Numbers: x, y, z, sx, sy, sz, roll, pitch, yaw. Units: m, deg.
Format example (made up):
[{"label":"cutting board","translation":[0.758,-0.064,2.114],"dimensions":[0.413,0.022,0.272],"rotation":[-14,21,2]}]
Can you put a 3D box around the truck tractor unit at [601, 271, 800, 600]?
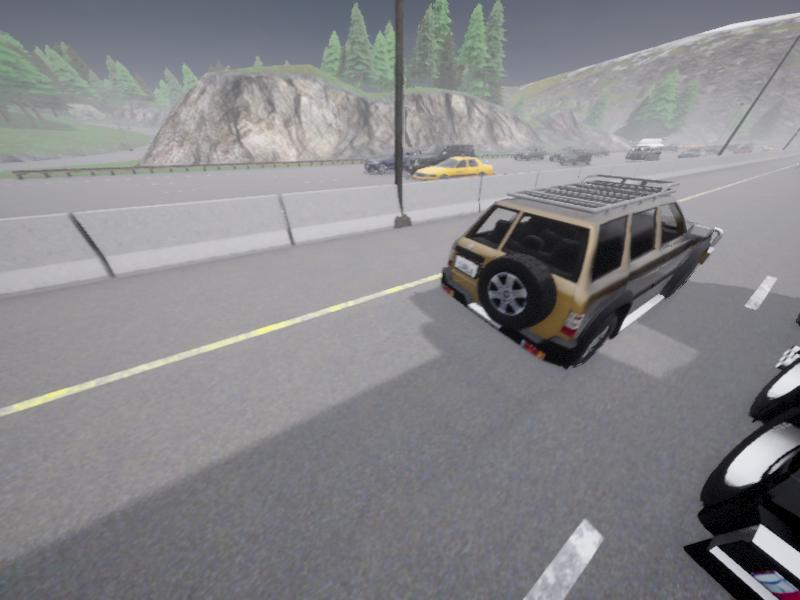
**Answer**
[{"label":"truck tractor unit","translation":[5.121,-0.291,0.761],"dimensions":[6.516,4.208,3.053],"rotation":[-18,39,-23]}]

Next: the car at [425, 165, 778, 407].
[{"label":"car","translation":[2.880,-0.794,3.522],"dimensions":[4.605,1.855,1.932],"rotation":[-19,39,-25]}]

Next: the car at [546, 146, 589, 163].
[{"label":"car","translation":[21.284,-18.570,29.387],"dimensions":[4.611,1.667,2.242],"rotation":[-19,39,-25]}]

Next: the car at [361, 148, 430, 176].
[{"label":"car","translation":[-0.340,-11.255,18.739],"dimensions":[5.027,1.651,2.152],"rotation":[-19,39,-25]}]

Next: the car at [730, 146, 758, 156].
[{"label":"car","translation":[68.626,-29.786,46.098],"dimensions":[4.514,1.525,2.007],"rotation":[-19,39,-25]}]

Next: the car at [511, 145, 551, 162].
[{"label":"car","translation":[17.459,-19.607,30.844],"dimensions":[4.611,1.667,2.242],"rotation":[-19,39,-25]}]

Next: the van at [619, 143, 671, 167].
[{"label":"van","translation":[26.756,-15.906,25.286],"dimensions":[4.480,2.038,2.069],"rotation":[-19,39,-25]}]

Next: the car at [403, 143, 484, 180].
[{"label":"car","translation":[3.140,-10.275,16.988],"dimensions":[5.566,2.045,2.150],"rotation":[-19,39,-25]}]

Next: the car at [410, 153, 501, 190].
[{"label":"car","translation":[3.338,-7.820,13.873],"dimensions":[5.366,1.575,1.801],"rotation":[-19,39,-25]}]

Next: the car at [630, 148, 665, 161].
[{"label":"car","translation":[35.545,-20.924,33.158],"dimensions":[4.181,1.385,1.994],"rotation":[-19,39,-25]}]

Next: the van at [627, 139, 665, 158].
[{"label":"van","translation":[41.712,-25.816,39.213],"dimensions":[5.915,2.561,1.988],"rotation":[-19,39,-25]}]

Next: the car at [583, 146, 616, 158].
[{"label":"car","translation":[33.521,-24.960,38.811],"dimensions":[4.902,1.511,2.128],"rotation":[-19,39,-25]}]

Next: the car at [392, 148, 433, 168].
[{"label":"car","translation":[1.215,-14.073,22.877],"dimensions":[3.633,1.501,1.845],"rotation":[-19,39,-25]}]

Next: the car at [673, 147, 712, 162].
[{"label":"car","translation":[41.290,-20.599,32.600],"dimensions":[4.974,1.542,2.038],"rotation":[-19,39,-25]}]

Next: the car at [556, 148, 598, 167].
[{"label":"car","translation":[19.220,-15.495,25.056],"dimensions":[3.705,1.549,1.789],"rotation":[-19,39,-25]}]
